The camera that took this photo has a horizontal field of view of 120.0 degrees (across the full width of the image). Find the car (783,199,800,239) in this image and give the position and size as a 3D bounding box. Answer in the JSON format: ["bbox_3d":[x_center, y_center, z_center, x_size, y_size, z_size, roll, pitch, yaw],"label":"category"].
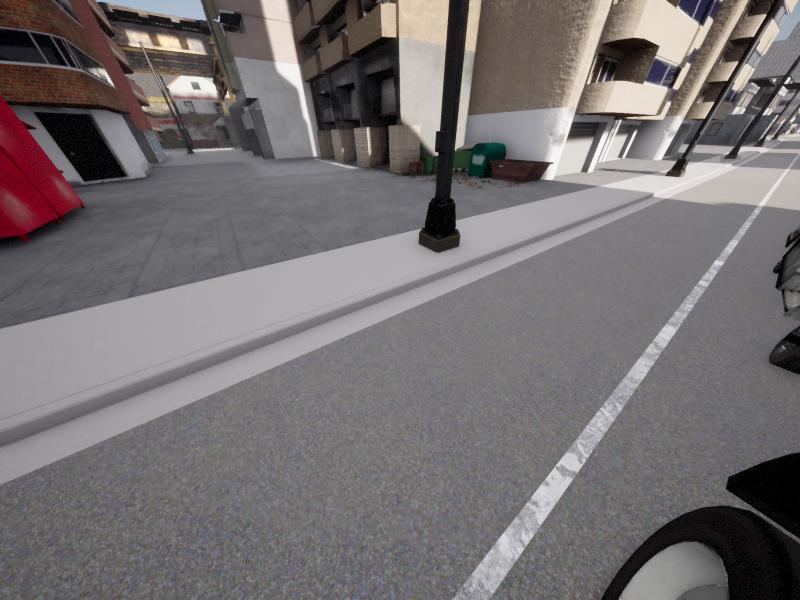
[{"bbox_3d":[13.143,-2.684,6.324,4.902,1.511,2.128,-22,40,-27],"label":"car"}]

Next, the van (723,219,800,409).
[{"bbox_3d":[7.036,-0.623,2.655,6.366,2.431,2.351,-22,40,-28],"label":"van"}]
